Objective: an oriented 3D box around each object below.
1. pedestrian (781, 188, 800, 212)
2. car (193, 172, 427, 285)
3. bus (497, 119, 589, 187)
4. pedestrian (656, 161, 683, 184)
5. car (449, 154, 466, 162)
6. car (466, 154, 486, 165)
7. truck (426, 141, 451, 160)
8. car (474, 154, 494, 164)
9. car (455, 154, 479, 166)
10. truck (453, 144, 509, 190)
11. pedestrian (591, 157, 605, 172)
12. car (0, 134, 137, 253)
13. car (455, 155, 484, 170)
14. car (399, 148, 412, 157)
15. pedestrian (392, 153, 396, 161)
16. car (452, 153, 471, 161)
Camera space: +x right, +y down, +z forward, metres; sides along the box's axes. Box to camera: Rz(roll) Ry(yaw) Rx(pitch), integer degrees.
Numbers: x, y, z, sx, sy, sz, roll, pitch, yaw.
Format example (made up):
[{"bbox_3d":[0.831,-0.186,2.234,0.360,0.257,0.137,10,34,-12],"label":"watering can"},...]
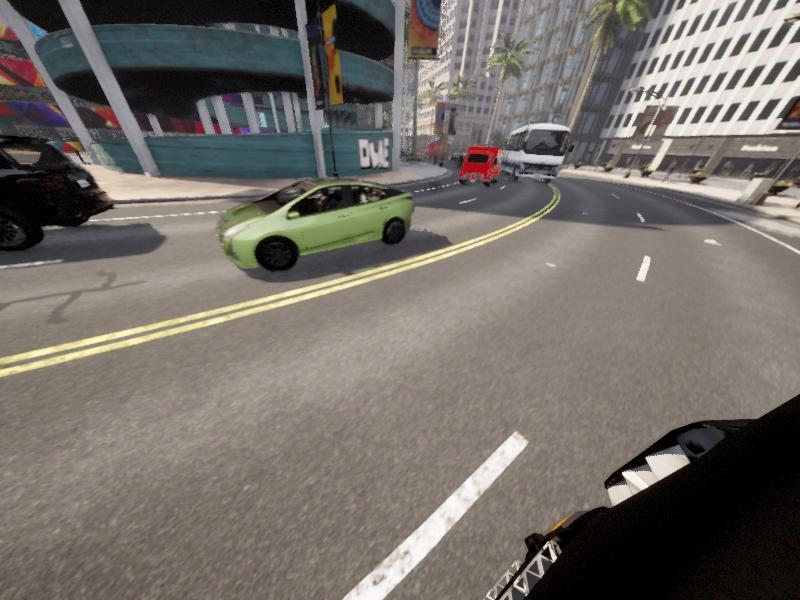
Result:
[{"bbox_3d":[20.982,-5.475,11.693,0.751,1.860,0.751,23,39,28],"label":"pedestrian"},{"bbox_3d":[-1.760,-2.063,5.565,4.514,1.525,2.007,-21,40,-32],"label":"car"},{"bbox_3d":[12.524,-13.923,22.011,3.944,4.253,10.273,10,34,9],"label":"bus"},{"bbox_3d":[25.913,-12.240,22.252,0.751,1.860,0.751,13,35,15],"label":"pedestrian"},{"bbox_3d":[12.589,-31.250,50.787,1.994,1.385,4.181,-6,35,-13],"label":"car"},{"bbox_3d":[14.437,-26.964,44.278,1.789,1.549,3.705,-5,34,-12],"label":"car"},{"bbox_3d":[9.802,-38.557,59.390,2.891,3.827,8.468,-6,34,-13],"label":"truck"},{"bbox_3d":[17.162,-28.990,47.476,1.851,1.617,3.988,-6,34,-12],"label":"car"},{"bbox_3d":[11.871,-24.986,41.134,2.007,1.525,4.514,-6,34,-13],"label":"car"},{"bbox_3d":[6.186,-10.104,17.412,2.627,2.467,5.204,18,36,20],"label":"truck"},{"bbox_3d":[29.783,-20.327,34.736,0.751,1.860,0.751,16,36,19],"label":"pedestrian"},{"bbox_3d":[-9.913,-2.086,4.542,5.566,2.045,2.150,-14,37,-22],"label":"car"},{"bbox_3d":[9.928,-19.934,33.385,2.128,1.511,4.902,-2,34,-7],"label":"car"},{"bbox_3d":[1.474,-40.412,63.232,2.150,2.045,5.566,-6,34,-13],"label":"car"},{"bbox_3d":[-1.005,-24.246,39.178,0.500,1.100,0.500,-5,34,-12],"label":"pedestrian"},{"bbox_3d":[14.761,-34.396,55.559,2.128,1.511,4.902,-6,34,-13],"label":"car"}]
